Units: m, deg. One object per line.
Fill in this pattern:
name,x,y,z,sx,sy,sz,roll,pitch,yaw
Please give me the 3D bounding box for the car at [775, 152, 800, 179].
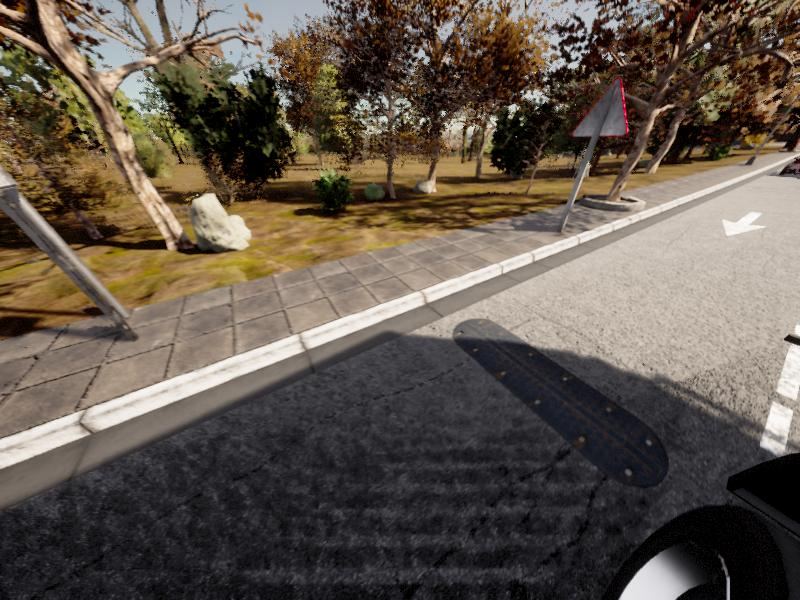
car,27.997,-9.151,15.620,4.181,1.385,1.994,-20,39,-25
